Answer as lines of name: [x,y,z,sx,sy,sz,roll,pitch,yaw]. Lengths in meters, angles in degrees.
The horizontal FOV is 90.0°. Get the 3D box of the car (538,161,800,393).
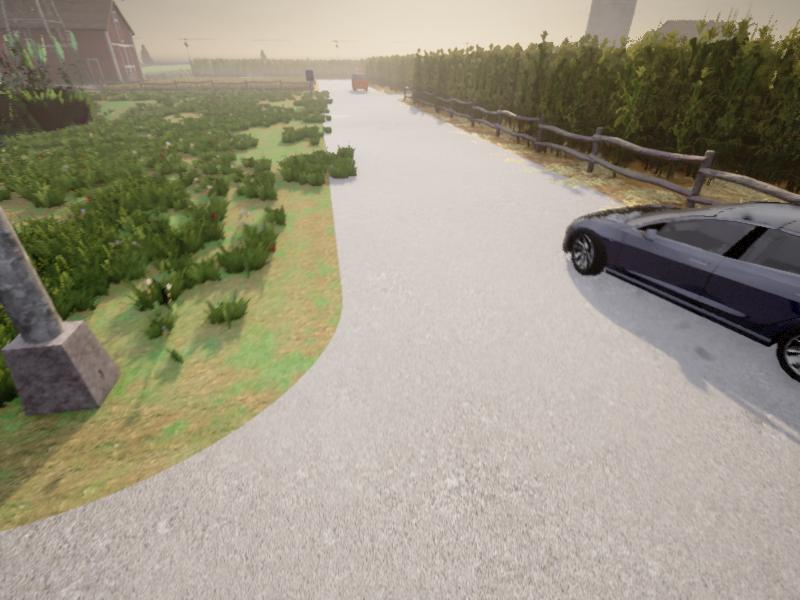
car: [4.558,-0.568,5.435,2.163,1.488,4.792,-15,34,-23]

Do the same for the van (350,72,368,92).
van: [-5.149,-27.522,50.481,1.775,1.987,4.442,-5,31,-9]

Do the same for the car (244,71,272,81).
car: [-28.266,-44.674,79.774,4.974,1.542,2.038,-5,31,-9]
